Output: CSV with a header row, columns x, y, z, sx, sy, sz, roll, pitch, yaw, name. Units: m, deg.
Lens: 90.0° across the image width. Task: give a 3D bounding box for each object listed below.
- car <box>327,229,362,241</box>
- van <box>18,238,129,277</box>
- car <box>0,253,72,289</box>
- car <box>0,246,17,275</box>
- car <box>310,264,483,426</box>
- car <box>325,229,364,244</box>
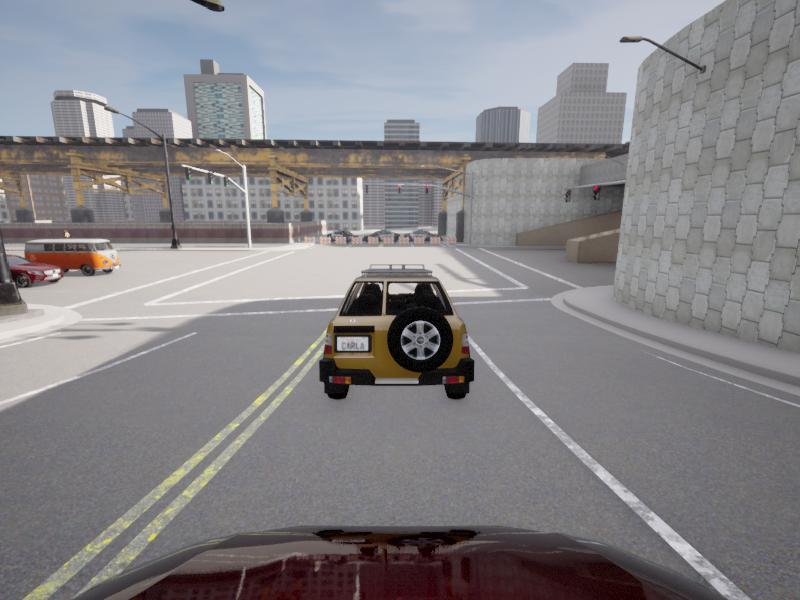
x,y,z,sx,sy,sz,roll,pitch,yaw,name
-7.020,-8.140,50.049,4.536,1.218,1.853,11,16,42,car
-18.159,-2.416,22.426,4.442,1.987,1.775,0,12,0,van
-18.743,-1.412,18.950,4.674,1.442,1.812,0,12,-1,car
-24.372,-2.215,22.475,3.705,1.549,1.789,0,12,0,car
-0.050,0.321,6.834,1.932,1.855,4.605,0,5,0,car
-6.982,-7.979,50.047,4.974,1.542,2.038,11,16,42,car
